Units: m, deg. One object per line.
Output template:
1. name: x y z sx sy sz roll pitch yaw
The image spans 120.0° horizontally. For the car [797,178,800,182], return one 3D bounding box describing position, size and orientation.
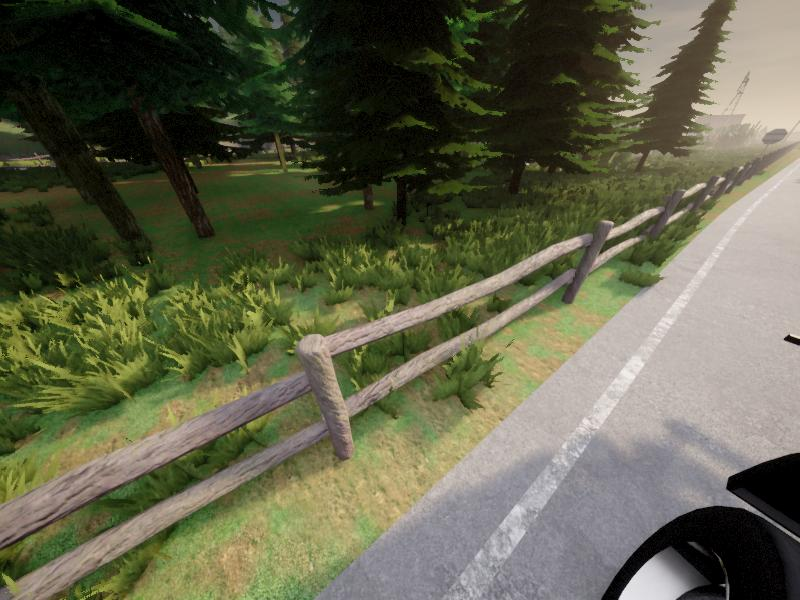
1. car: 26.117 -7.735 13.392 4.902 1.511 2.128 -17 38 -23
